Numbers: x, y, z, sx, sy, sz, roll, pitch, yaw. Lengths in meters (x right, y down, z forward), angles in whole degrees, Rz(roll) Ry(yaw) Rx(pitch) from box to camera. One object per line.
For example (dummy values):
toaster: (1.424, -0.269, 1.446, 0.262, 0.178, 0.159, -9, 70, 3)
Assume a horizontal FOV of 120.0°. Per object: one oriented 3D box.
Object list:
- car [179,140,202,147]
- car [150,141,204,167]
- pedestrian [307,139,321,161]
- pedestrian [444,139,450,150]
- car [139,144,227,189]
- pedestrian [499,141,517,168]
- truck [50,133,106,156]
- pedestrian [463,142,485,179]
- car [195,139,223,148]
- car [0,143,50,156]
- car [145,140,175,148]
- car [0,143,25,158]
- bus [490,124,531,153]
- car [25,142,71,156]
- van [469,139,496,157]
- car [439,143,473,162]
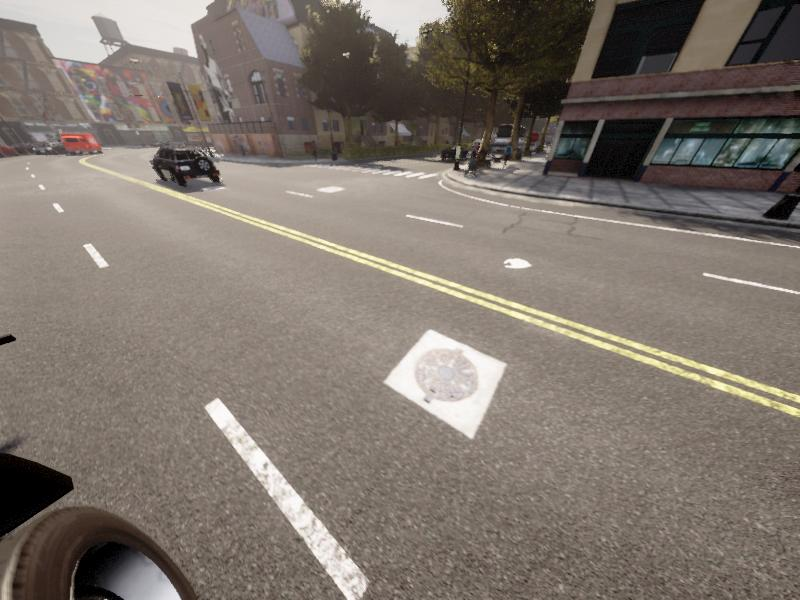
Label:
car: (-54.119, -40.484, 59.722, 1.970, 1.475, 3.806, 7, 36, 10)
car: (-20.752, -13.667, 21.510, 4.605, 1.855, 1.932, 22, 41, 28)
pedestrian: (-8.875, -15.521, 23.944, 0.751, 1.860, 0.751, 7, 36, 10)
pedestrian: (9.719, -32.501, 48.184, 0.751, 1.860, 0.751, 22, 40, 27)
car: (-12.342, -7.725, 13.144, 4.605, 1.855, 1.932, 23, 41, 29)
pedestrian: (8.940, -12.059, 19.171, 0.751, 1.860, 0.751, 25, 42, 30)
truck: (-45.103, -22.003, 32.631, 2.627, 2.467, 5.204, -20, 40, -27)
pedestrian: (4.491, -8.543, 14.148, 0.751, 1.860, 0.751, 24, 42, 30)
car: (-47.539, -39.133, 57.641, 1.930, 1.638, 5.238, 7, 36, 10)
car: (-52.220, -20.976, 32.130, 1.895, 1.301, 4.718, -15, 38, -20)
car: (-55.306, -36.028, 53.336, 2.007, 1.525, 4.514, 0, 35, 0)
car: (-49.151, -18.238, 28.139, 2.002, 1.452, 4.674, -22, 41, -28)
bus: (21.459, -31.205, 44.670, 3.944, 4.253, 10.273, 22, 41, 28)
car: (-48.456, -20.862, 31.924, 1.970, 1.475, 3.806, -18, 39, -24)
van: (12.369, -22.767, 34.548, 2.069, 2.038, 4.480, 22, 41, 28)
car: (6.912, -18.148, 28.291, 1.930, 1.638, 5.238, 22, 41, 28)
